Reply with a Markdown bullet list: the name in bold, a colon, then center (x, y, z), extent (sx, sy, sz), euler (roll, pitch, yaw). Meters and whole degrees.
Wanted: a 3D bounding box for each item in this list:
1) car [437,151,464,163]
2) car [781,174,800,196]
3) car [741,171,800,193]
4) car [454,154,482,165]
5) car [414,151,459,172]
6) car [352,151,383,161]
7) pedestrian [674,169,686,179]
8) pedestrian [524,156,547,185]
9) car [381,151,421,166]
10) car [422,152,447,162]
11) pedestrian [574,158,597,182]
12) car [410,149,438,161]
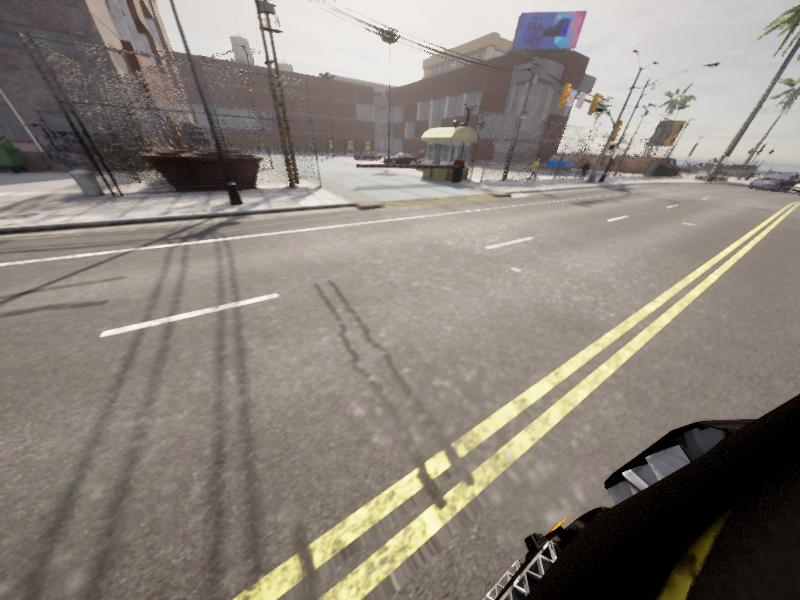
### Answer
- **car**: center (9.902, -28.131, 45.442), extent (4.553, 1.767, 2.185), euler (-17, 38, -27)
- **car**: center (37.991, -10.125, 20.578), extent (4.611, 1.667, 2.242), euler (-5, 34, -12)
- **car**: center (38.870, -12.120, 23.700), extent (4.856, 1.649, 2.033), euler (-4, 34, -10)
- **car**: center (12.445, -25.570, 42.058), extent (4.674, 1.452, 2.002), euler (-17, 38, -27)
- **car**: center (4.107, -15.801, 26.369), extent (4.553, 1.767, 2.185), euler (-17, 38, -27)
- **car**: center (-5.484, -24.330, 39.137), extent (4.718, 1.301, 1.895), euler (-17, 38, -27)
- **pedestrian**: center (37.036, -16.634, 30.548), extent (0.500, 1.100, 0.500), euler (-17, 38, -27)
- **pedestrian**: center (10.468, -10.027, 17.904), extent (0.751, 1.860, 0.751), euler (-17, 38, -27)
- **car**: center (0.116, -19.401, 31.745), extent (5.008, 1.535, 2.097), euler (-17, 38, -27)
- **car**: center (7.277, -30.406, 49.131), extent (4.786, 1.482, 2.161), euler (-17, 38, -27)
- **pedestrian**: center (17.190, -12.032, 21.432), extent (0.751, 1.860, 0.751), euler (-19, 39, -29)
- **car**: center (5.306, -32.288, 51.342), extent (5.566, 2.045, 2.435), euler (-17, 38, -27)
